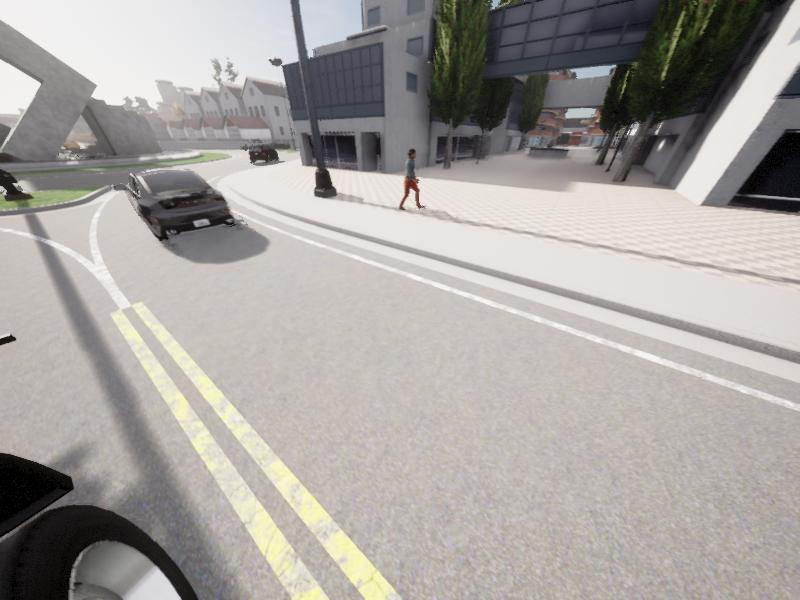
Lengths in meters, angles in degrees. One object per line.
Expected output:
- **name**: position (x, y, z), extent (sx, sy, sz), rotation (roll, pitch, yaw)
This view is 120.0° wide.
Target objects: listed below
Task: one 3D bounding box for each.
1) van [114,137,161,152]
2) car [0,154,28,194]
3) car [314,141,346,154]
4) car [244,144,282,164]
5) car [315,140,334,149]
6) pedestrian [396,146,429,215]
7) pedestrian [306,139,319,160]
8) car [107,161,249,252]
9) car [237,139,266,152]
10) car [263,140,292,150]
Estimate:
- **van**: position (-43.389, -25.749, 38.325), extent (4.442, 1.987, 1.775), rotation (-10, 37, -14)
- **car**: position (-20.842, -5.175, 9.643), extent (5.238, 1.638, 1.930), rotation (-27, 44, -32)
- **car**: position (-11.424, -25.078, 37.967), extent (2.152, 1.651, 5.027), rotation (15, 38, 20)
- **car**: position (-14.145, -15.244, 24.053), extent (1.789, 1.549, 3.705), rotation (-1, 35, -3)
- **car**: position (-17.551, -36.401, 54.016), extent (1.845, 1.501, 3.633), rotation (26, 43, 31)
- **pedestrian**: position (0.380, -3.824, 7.423), extent (0.751, 1.860, 0.751), rotation (15, 38, 19)
- **pedestrian**: position (-9.438, -16.269, 24.977), extent (0.751, 1.860, 0.751), rotation (7, 36, 9)
- **car**: position (-6.786, -3.103, 6.956), extent (4.892, 1.490, 1.837), rotation (28, 44, 32)
- **car**: position (-27.185, -28.437, 42.359), extent (3.866, 1.878, 1.905), rotation (-22, 41, -29)
- **car**: position (-25.015, -31.822, 47.369), extent (4.611, 1.667, 2.242), rotation (-28, 44, -34)
